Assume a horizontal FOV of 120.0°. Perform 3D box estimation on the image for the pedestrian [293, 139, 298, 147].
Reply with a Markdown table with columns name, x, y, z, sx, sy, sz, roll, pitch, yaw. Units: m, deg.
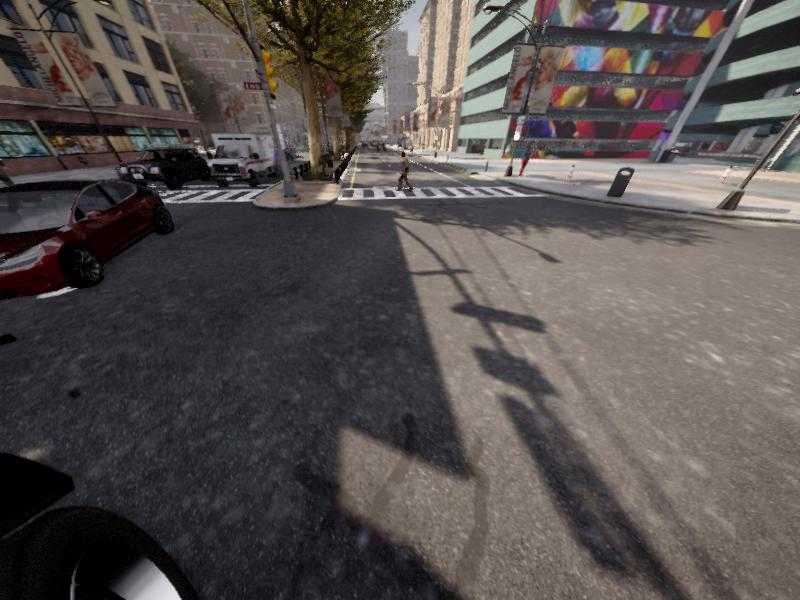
| name | x | y | z | sx | sy | sz | roll | pitch | yaw |
| --- | --- | --- | --- | --- | --- | --- | --- | --- | --- |
| pedestrian | -30.359 | -45.589 | 67.201 | 0.751 | 1.860 | 0.751 | -6 | 35 | -10 |

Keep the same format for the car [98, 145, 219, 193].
| name | x | y | z | sx | sy | sz | roll | pitch | yaw |
| --- | --- | --- | --- | --- | --- | --- | --- | --- | --- |
| car | -12.632 | -7.330 | 12.691 | 1.932 | 1.855 | 4.605 | -3 | 35 | -5 |

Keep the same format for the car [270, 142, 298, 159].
| name | x | y | z | sx | sy | sz | roll | pitch | yaw |
| --- | --- | --- | --- | --- | --- | --- | --- | --- | --- |
| car | -15.768 | -20.523 | 31.711 | 2.097 | 1.767 | 4.553 | -4 | 35 | -7 |

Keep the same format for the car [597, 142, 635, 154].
| name | x | y | z | sx | sy | sz | roll | pitch | yaw |
| --- | --- | --- | --- | --- | --- | --- | --- | --- | --- |
| car | 46.305 | -32.750 | 49.764 | 2.435 | 2.045 | 5.566 | -4 | 35 | -7 |

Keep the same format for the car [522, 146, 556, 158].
| name | x | y | z | sx | sy | sz | roll | pitch | yaw |
| --- | --- | --- | --- | --- | --- | --- | --- | --- | --- |
| car | 22.196 | -23.850 | 37.160 | 2.128 | 1.511 | 4.902 | -4 | 35 | -7 |

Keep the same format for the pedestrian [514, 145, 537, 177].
| name | x | y | z | sx | sy | sz | roll | pitch | yaw |
| --- | --- | --- | --- | --- | --- | --- | --- | --- | --- |
| pedestrian | 8.705 | -9.672 | 16.118 | 0.751 | 1.860 | 0.751 | 2 | 35 | 2 |

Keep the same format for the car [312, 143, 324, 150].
| name | x | y | z | sx | sy | sz | roll | pitch | yaw |
| --- | --- | --- | --- | --- | --- | --- | --- | --- | --- |
| car | -19.729 | -37.074 | 55.908 | 1.895 | 1.301 | 4.718 | -4 | 35 | -7 |

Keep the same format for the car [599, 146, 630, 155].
| name | x | y | z | sx | sy | sz | roll | pitch | yaw |
| --- | --- | --- | --- | --- | --- | --- | --- | --- | --- |
| car | 46.294 | -32.461 | 50.035 | 2.007 | 1.523 | 4.514 | -4 | 35 | -7 |

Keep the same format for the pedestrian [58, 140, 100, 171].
| name | x | y | z | sx | sy | sz | roll | pitch | yaw |
| --- | --- | --- | --- | --- | --- | --- | --- | --- | --- |
| pedestrian | -23.420 | -10.573 | 16.892 | 0.751 | 1.860 | 0.751 | -2 | 35 | -4 |

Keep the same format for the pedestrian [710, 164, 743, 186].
| name | x | y | z | sx | sy | sz | roll | pitch | yaw |
| --- | --- | --- | --- | --- | --- | --- | --- | --- | --- |
| pedestrian | 19.246 | -7.370 | 13.642 | 0.500 | 1.100 | 0.500 | 1 | 35 | 1 |

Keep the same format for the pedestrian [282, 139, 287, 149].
| name | x | y | z | sx | sy | sz | roll | pitch | yaw |
| --- | --- | --- | --- | --- | --- | --- | --- | --- | --- |
| pedestrian | -28.003 | -37.776 | 55.989 | 0.751 | 1.860 | 0.751 | -10 | 36 | -15 |

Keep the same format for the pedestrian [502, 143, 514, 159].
| name | x | y | z | sx | sy | sz | roll | pitch | yaw |
| --- | --- | --- | --- | --- | --- | --- | --- | --- | --- |
| pedestrian | 15.198 | -21.033 | 32.584 | 0.751 | 1.860 | 0.751 | -14 | 37 | -20 |

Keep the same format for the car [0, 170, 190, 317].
| name | x | y | z | sx | sy | sz | roll | pitch | yaw |
| --- | --- | --- | --- | --- | --- | --- | --- | --- | --- |
| car | -7.050 | -1.618 | 4.906 | 2.163 | 1.488 | 4.792 | -11 | 36 | -16 |

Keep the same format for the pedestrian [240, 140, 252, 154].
| name | x | y | z | sx | sy | sz | roll | pitch | yaw |
| --- | --- | --- | --- | --- | --- | --- | --- | --- | --- |
| pedestrian | -24.446 | -24.311 | 36.658 | 0.751 | 1.860 | 0.751 | -4 | 35 | -7 |

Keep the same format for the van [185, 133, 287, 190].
| name | x | y | z | sx | sy | sz | roll | pitch | yaw |
| --- | --- | --- | --- | --- | --- | --- | --- | --- | --- |
| van | -9.340 | -8.710 | 14.252 | 2.351 | 2.431 | 6.366 | -4 | 35 | -7 |

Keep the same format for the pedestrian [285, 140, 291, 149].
| name | x | y | z | sx | sy | sz | roll | pitch | yaw |
| --- | --- | --- | --- | --- | --- | --- | --- | --- | --- |
| pedestrian | -27.119 | -37.892 | 56.171 | 0.751 | 1.860 | 0.751 | -5 | 35 | -8 |

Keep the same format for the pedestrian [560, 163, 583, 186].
| name | x | y | z | sx | sy | sz | roll | pitch | yaw |
| --- | --- | --- | --- | --- | --- | --- | --- | --- | --- |
| pedestrian | 9.822 | -7.215 | 13.266 | 0.500 | 1.100 | 0.500 | -8 | 36 | -12 |

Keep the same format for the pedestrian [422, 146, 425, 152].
| name | x | y | z | sx | sy | sz | roll | pitch | yaw |
| --- | --- | --- | --- | --- | --- | --- | --- | --- | --- |
| pedestrian | 4.759 | -30.753 | 47.077 | 0.500 | 1.100 | 0.500 | 1 | 35 | 1 |

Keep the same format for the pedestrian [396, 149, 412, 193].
| name | x | y | z | sx | sy | sz | roll | pitch | yaw |
| --- | --- | --- | --- | --- | --- | --- | --- | --- | --- |
| pedestrian | 0.193 | -6.471 | 11.638 | 0.751 | 1.860 | 0.751 | 1 | 35 | 0 |

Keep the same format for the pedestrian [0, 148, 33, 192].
| name | x | y | z | sx | sy | sz | roll | pitch | yaw |
| --- | --- | --- | --- | --- | --- | --- | --- | --- | --- |
| pedestrian | -17.858 | -5.863 | 10.201 | 0.751 | 1.860 | 0.751 | -16 | 38 | -23 |

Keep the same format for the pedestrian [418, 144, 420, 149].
| name | x | y | z | sx | sy | sz | roll | pitch | yaw |
| --- | --- | --- | --- | --- | --- | --- | --- | --- | --- |
| pedestrian | 5.186 | -41.410 | 62.429 | 0.500 | 1.100 | 0.500 | -4 | 35 | -6 |

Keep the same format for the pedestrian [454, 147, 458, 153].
| name | x | y | z | sx | sy | sz | roll | pitch | yaw |
| --- | --- | --- | --- | --- | --- | --- | --- | --- | --- |
| pedestrian | 10.819 | -28.962 | 44.596 | 0.500 | 1.100 | 0.500 | -20 | 40 | -26 |

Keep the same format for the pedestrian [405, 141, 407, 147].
| name | x | y | z | sx | sy | sz | roll | pitch | yaw |
| --- | --- | --- | --- | --- | --- | --- | --- | --- | --- |
| pedestrian | 1.987 | -51.608 | 76.395 | 0.751 | 1.860 | 0.751 | 0 | 35 | -1 |

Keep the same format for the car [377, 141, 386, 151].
| name | x | y | z | sx | sy | sz | roll | pitch | yaw |
| --- | --- | --- | --- | --- | --- | --- | --- | --- | --- |
| car | -4.451 | -36.616 | 54.998 | 1.932 | 1.855 | 4.605 | -4 | 35 | -7 |

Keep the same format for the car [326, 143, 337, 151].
| name | x | y | z | sx | sy | sz | roll | pitch | yaw |
| --- | --- | --- | --- | --- | --- | --- | --- | --- | --- |
| car | -15.794 | -35.415 | 53.460 | 1.812 | 1.442 | 4.674 | -4 | 35 | -7 |

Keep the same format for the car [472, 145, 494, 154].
| name | x | y | z | sx | sy | sz | roll | pitch | yaw |
| --- | --- | --- | --- | --- | --- | --- | --- | --- | --- |
| car | 16.540 | -30.091 | 46.125 | 2.161 | 1.482 | 4.786 | -4 | 35 | -7 |
